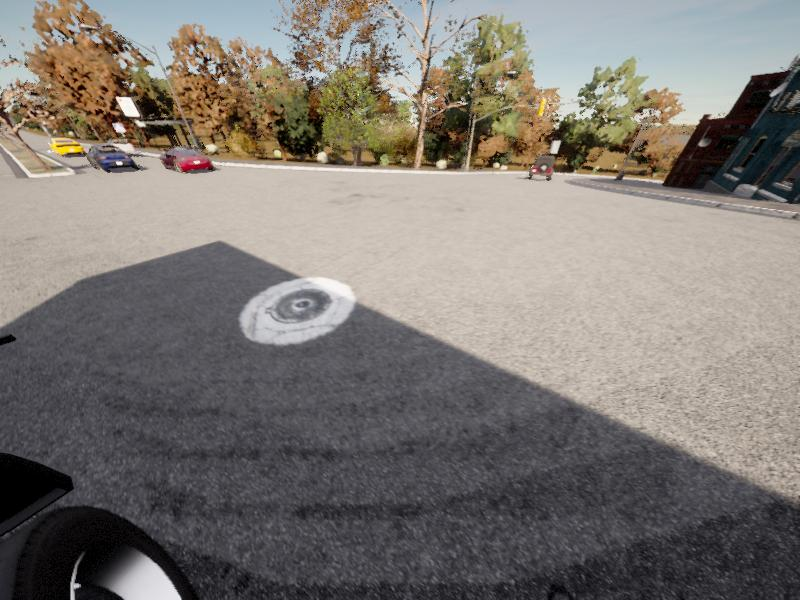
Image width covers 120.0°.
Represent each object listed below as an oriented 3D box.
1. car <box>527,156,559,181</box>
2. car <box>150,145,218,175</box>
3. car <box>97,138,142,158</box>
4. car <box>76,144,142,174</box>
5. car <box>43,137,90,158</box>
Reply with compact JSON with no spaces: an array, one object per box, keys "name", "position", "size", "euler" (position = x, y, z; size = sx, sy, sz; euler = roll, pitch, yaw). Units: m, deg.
[{"name":"car","position":[13.603,-12.563,22.044],"size":[1.905,1.878,3.866],"euler":[17,34,22]},{"name":"car","position":[-15.198,-9.945,16.293],"size":[4.181,1.385,1.994],"euler":[23,42,27]},{"name":"car","position":[-29.083,-15.785,23.961],"size":[3.633,1.501,1.845],"euler":[23,42,27]},{"name":"car","position":[-20.397,-9.992,16.202],"size":[4.193,1.474,1.816],"euler":[23,42,27]},{"name":"car","position":[-35.633,-16.339,24.667],"size":[5.008,1.535,1.882],"euler":[23,42,27]}]
